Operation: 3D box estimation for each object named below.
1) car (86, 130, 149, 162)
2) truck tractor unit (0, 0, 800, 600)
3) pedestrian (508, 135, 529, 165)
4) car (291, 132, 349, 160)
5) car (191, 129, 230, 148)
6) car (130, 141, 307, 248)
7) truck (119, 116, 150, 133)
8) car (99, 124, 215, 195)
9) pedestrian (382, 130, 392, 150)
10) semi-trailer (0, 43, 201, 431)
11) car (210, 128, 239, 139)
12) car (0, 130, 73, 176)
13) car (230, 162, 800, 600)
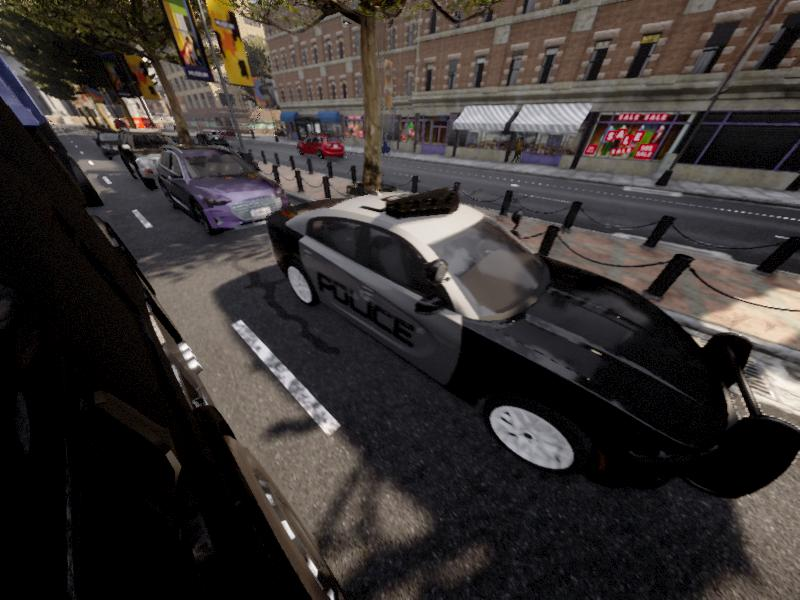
[{"bbox_3d":[-19.008,-10.438,15.533,4.674,1.442,1.812,28,44,30],"label":"car"},{"bbox_3d":[-2.645,-0.295,0.351,6.516,4.208,3.053,28,44,30],"label":"truck tractor unit"},{"bbox_3d":[9.118,-11.515,17.791,0.751,1.860,0.751,29,44,31],"label":"pedestrian"},{"bbox_3d":[-6.767,-13.063,19.524,4.611,1.667,2.242,28,43,30],"label":"car"},{"bbox_3d":[-20.396,-17.411,24.867,3.806,1.475,1.970,28,43,30],"label":"car"},{"bbox_3d":[-4.997,-3.195,6.302,4.856,1.649,2.033,28,43,30],"label":"car"},{"bbox_3d":[-52.529,-34.639,45.677,5.204,2.467,2.627,27,43,30],"label":"truck"},{"bbox_3d":[-9.948,-5.897,9.480,4.605,1.855,1.932,29,44,29],"label":"car"},{"bbox_3d":[-1.469,-18.167,26.245,0.751,1.860,0.751,28,44,31],"label":"pedestrian"},{"bbox_3d":[-8.708,-3.568,4.262,14.254,4.402,2.717,28,43,30],"label":"semi-trailer"},{"bbox_3d":[-30.383,-29.056,40.197,1.994,1.385,4.181,0,36,-3],"label":"car"},{"bbox_3d":[-18.087,-7.278,11.264,4.892,1.490,1.837,27,43,30],"label":"car"},{"bbox_3d":[0.400,-0.374,2.752,5.238,1.638,1.930,28,43,30],"label":"car"}]
